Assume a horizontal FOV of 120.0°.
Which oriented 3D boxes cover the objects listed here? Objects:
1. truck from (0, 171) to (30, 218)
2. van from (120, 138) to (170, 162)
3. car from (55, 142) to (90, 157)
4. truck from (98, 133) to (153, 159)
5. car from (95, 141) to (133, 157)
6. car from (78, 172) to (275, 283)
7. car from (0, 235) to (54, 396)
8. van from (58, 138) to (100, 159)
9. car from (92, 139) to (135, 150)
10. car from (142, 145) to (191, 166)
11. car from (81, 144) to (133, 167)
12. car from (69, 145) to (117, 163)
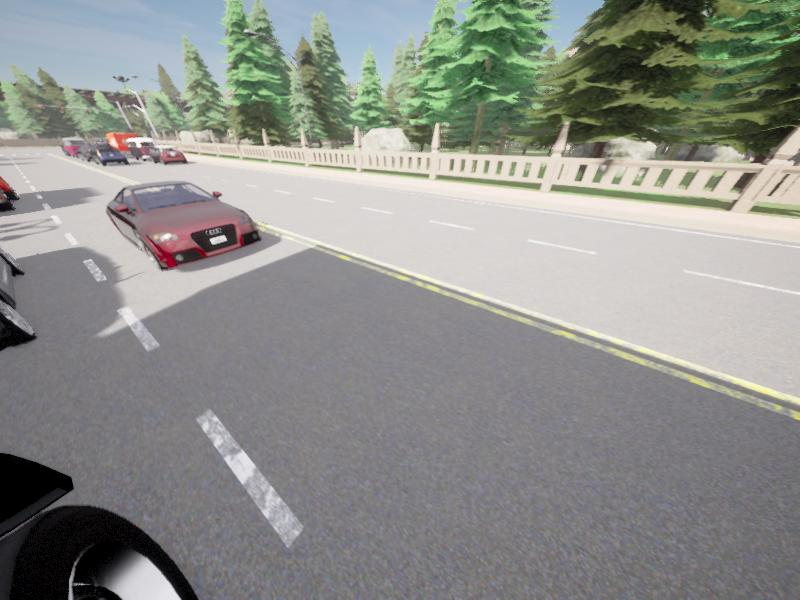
[{"bbox_3d":[-15.750,-4.248,7.659,5.204,2.467,2.627,22,41,28],"label":"truck"},{"bbox_3d":[-27.551,-16.235,24.932,4.480,2.038,2.069,22,41,28],"label":"van"},{"bbox_3d":[-42.997,-19.839,30.342,3.705,1.549,1.789,22,41,28],"label":"car"},{"bbox_3d":[-33.242,-18.720,28.038,5.204,2.467,2.627,22,41,28],"label":"truck"},{"bbox_3d":[-39.400,-20.869,31.767,4.856,1.649,2.033,22,41,28],"label":"car"},{"bbox_3d":[-5.366,-2.047,5.576,4.181,1.385,1.994,22,41,28],"label":"car"},{"bbox_3d":[-6.706,-0.244,2.773,5.238,1.638,1.930,22,41,28],"label":"car"},{"bbox_3d":[-38.269,-18.098,27.537,4.442,1.987,1.775,22,41,28],"label":"van"},{"bbox_3d":[-57.056,-31.072,46.076,2.033,1.649,4.856,22,41,28],"label":"car"},{"bbox_3d":[-22.425,-13.926,22.189,3.806,1.475,1.970,22,41,27],"label":"car"},{"bbox_3d":[-26.896,-13.334,21.201,3.988,1.617,1.851,22,41,28],"label":"car"},{"bbox_3d":[-32.441,-15.495,24.406,5.357,1.411,2.033,22,41,28],"label":"car"}]
